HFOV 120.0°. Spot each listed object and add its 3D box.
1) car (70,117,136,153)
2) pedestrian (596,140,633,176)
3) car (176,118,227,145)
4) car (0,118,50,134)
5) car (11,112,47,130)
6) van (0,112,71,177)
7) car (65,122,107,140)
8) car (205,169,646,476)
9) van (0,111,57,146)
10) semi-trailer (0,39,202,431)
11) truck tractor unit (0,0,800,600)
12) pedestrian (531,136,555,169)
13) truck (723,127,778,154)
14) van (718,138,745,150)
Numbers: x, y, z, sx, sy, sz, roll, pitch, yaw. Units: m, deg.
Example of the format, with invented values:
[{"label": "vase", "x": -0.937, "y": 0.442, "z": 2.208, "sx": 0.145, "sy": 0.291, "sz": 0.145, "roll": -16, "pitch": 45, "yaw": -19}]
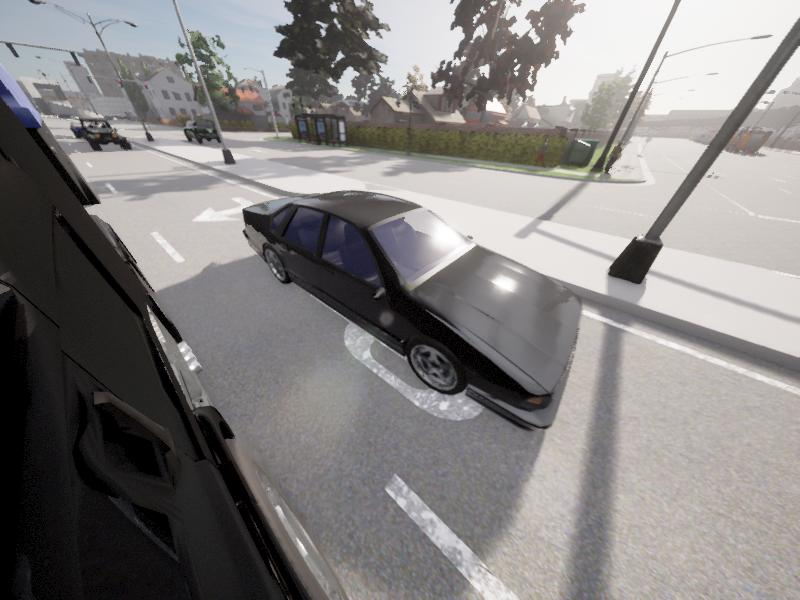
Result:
[{"label": "car", "x": -21.154, "y": -11.770, "z": 16.459, "sx": 3.866, "sy": 1.878, "sz": 1.905, "roll": 28, "pitch": 43, "yaw": 29}, {"label": "pedestrian", "x": 13.662, "y": -9.063, "z": 14.765, "sx": 0.751, "sy": 1.860, "sz": 0.751, "roll": -18, "pitch": 41, "yaw": -25}, {"label": "car", "x": -21.371, "y": -18.157, "z": 24.849, "sx": 5.566, "sy": 2.045, "sz": 2.150, "roll": 28, "pitch": 43, "yaw": 29}, {"label": "car", "x": -42.505, "y": -18.925, "z": 25.171, "sx": 1.895, "sy": 1.301, "sz": 4.718, "roll": 28, "pitch": 43, "yaw": 29}, {"label": "car", "x": -51.995, "y": -25.197, "z": 32.467, "sx": 4.605, "sy": 1.855, "sz": 1.932, "roll": 28, "pitch": 43, "yaw": 29}, {"label": "van", "x": -17.151, "y": -7.018, "z": 10.237, "sx": 4.480, "sy": 2.038, "sz": 2.069, "roll": 28, "pitch": 43, "yaw": 29}, {"label": "car", "x": -32.145, "y": -17.281, "z": 23.627, "sx": 4.718, "sy": 1.301, "sz": 1.895, "roll": 28, "pitch": 43, "yaw": 29}, {"label": "car", "x": -0.383, "y": -0.691, "z": 3.380, "sx": 5.357, "sy": 1.411, "sz": 2.033, "roll": 28, "pitch": 43, "yaw": 29}, {"label": "van", "x": -29.085, "y": -13.265, "z": 17.837, "sx": 4.480, "sy": 2.038, "sz": 2.069, "roll": 27, "pitch": 43, "yaw": 30}, {"label": "semi-trailer", "x": -8.728, "y": -3.585, "z": 4.195, "sx": 14.254, "sy": 4.402, "sz": 2.717, "roll": 28, "pitch": 44, "yaw": 29}, {"label": "truck tractor unit", "x": -2.645, "y": -0.295, "z": 0.352, "sx": 6.516, "sy": 4.208, "sz": 3.053, "roll": 28, "pitch": 44, "yaw": 30}, {"label": "pedestrian", "x": 10.169, "y": -10.480, "z": 16.439, "sx": 0.751, "sy": 1.860, "sz": 0.751, "roll": 25, "pitch": 42, "yaw": 27}, {"label": "truck", "x": 66.710, "y": -30.685, "z": 44.351, "sx": 2.891, "sy": 3.827, "sz": 8.468, "roll": 28, "pitch": 45, "yaw": 30}, {"label": "van", "x": 72.963, "y": -34.497, "z": 50.974, "sx": 2.069, "sy": 2.038, "sz": 4.480, "roll": 28, "pitch": 45, "yaw": 30}]
